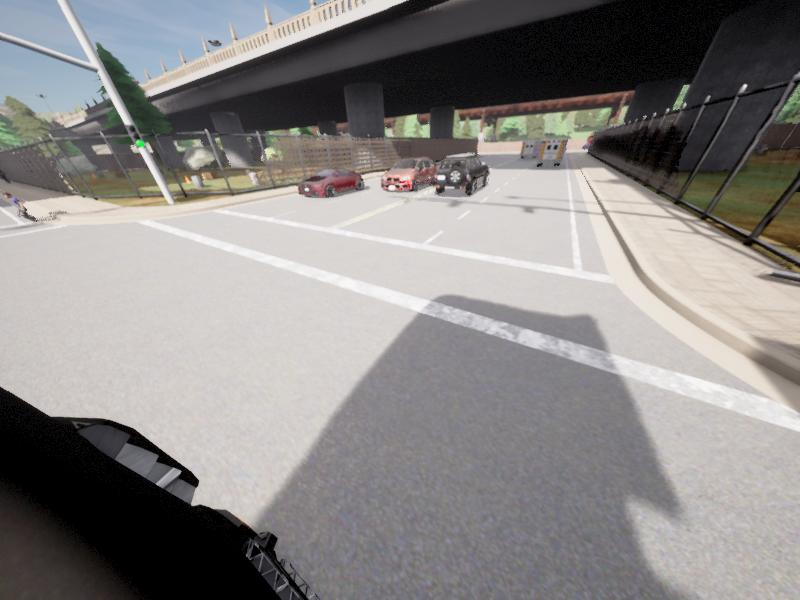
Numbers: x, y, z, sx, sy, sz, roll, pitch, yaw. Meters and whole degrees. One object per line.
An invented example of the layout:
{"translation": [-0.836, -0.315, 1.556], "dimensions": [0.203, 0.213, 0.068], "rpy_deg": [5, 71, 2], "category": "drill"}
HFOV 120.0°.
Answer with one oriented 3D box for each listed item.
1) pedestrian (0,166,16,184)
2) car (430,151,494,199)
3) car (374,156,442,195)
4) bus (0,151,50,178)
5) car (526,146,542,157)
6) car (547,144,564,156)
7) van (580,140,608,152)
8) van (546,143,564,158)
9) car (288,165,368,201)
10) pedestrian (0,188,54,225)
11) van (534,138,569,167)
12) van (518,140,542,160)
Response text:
{"translation": [-47.392, -14.908, 27.552], "dimensions": [0.751, 1.860, 0.751], "rpy_deg": [17, 38, 27], "category": "pedestrian"}
{"translation": [3.552, -7.060, 12.821], "dimensions": [1.932, 1.855, 4.605], "rpy_deg": [16, 38, 26], "category": "car"}
{"translation": [0.672, -8.012, 14.635], "dimensions": [2.242, 1.667, 4.611], "rpy_deg": [16, 37, 26], "category": "car"}
{"translation": [-77.439, -25.859, 44.312], "dimensions": [3.944, 4.253, 10.273], "rpy_deg": [16, 38, 26], "category": "bus"}
{"translation": [25.233, -27.994, 43.439], "dimensions": [1.851, 1.617, 3.988], "rpy_deg": [16, 38, 26], "category": "car"}
{"translation": [28.420, -27.357, 42.099], "dimensions": [2.097, 1.767, 4.553], "rpy_deg": [16, 38, 26], "category": "car"}
{"translation": [43.481, -34.566, 51.902], "dimensions": [4.442, 1.987, 1.775], "rpy_deg": [16, 38, 26], "category": "van"}
{"translation": [25.351, -24.461, 37.728], "dimensions": [1.775, 1.987, 4.442], "rpy_deg": [16, 38, 26], "category": "van"}
{"translation": [-4.047, -7.091, 13.811], "dimensions": [1.994, 1.385, 4.181], "rpy_deg": [16, 38, 26], "category": "car"}
{"translation": [-15.837, -3.944, 9.705], "dimensions": [0.751, 1.300, 0.751], "rpy_deg": [10, 35, 18], "category": "pedestrian"}
{"translation": [16.906, -16.448, 25.709], "dimensions": [2.351, 2.431, 6.366], "rpy_deg": [16, 38, 26], "category": "van"}
{"translation": [21.416, -24.645, 37.856], "dimensions": [2.351, 2.431, 6.366], "rpy_deg": [16, 38, 26], "category": "van"}
